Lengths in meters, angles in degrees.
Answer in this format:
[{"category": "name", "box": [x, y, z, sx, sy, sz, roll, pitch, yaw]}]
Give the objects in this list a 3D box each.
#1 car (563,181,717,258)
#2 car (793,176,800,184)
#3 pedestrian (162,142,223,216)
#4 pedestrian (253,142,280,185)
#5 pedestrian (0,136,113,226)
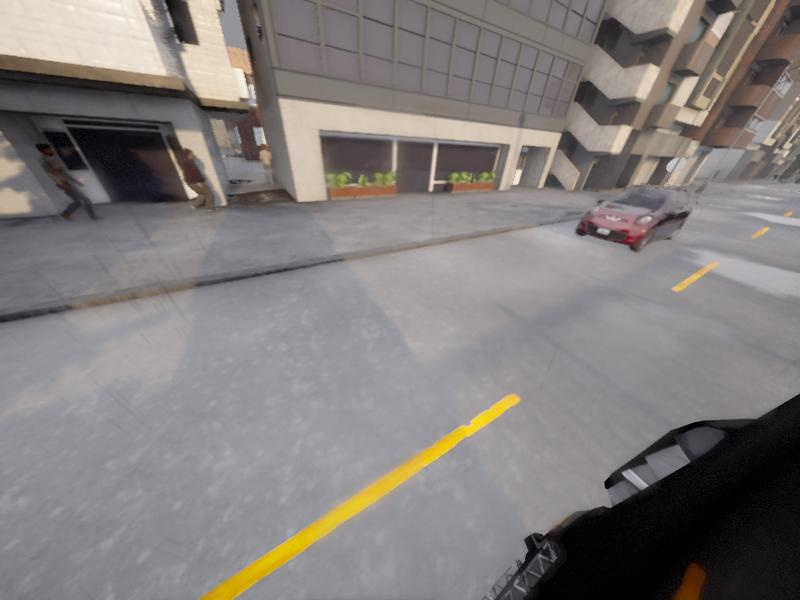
[{"category": "car", "box": [7.235, -2.617, 7.039, 3.633, 1.501, 1.845, -16, 38, -26]}, {"category": "car", "box": [62.413, -18.500, 34.972, 4.553, 1.767, 2.097, -16, 38, -26]}, {"category": "pedestrian", "box": [-6.214, -3.639, 7.015, 0.751, 1.860, 0.751, -20, 40, -31]}, {"category": "pedestrian", "box": [-7.025, -7.182, 12.213, 0.751, 1.860, 0.751, -13, 37, -22]}, {"category": "pedestrian", "box": [-8.407, -2.922, 5.769, 0.751, 1.860, 0.751, -19, 40, -29]}]
